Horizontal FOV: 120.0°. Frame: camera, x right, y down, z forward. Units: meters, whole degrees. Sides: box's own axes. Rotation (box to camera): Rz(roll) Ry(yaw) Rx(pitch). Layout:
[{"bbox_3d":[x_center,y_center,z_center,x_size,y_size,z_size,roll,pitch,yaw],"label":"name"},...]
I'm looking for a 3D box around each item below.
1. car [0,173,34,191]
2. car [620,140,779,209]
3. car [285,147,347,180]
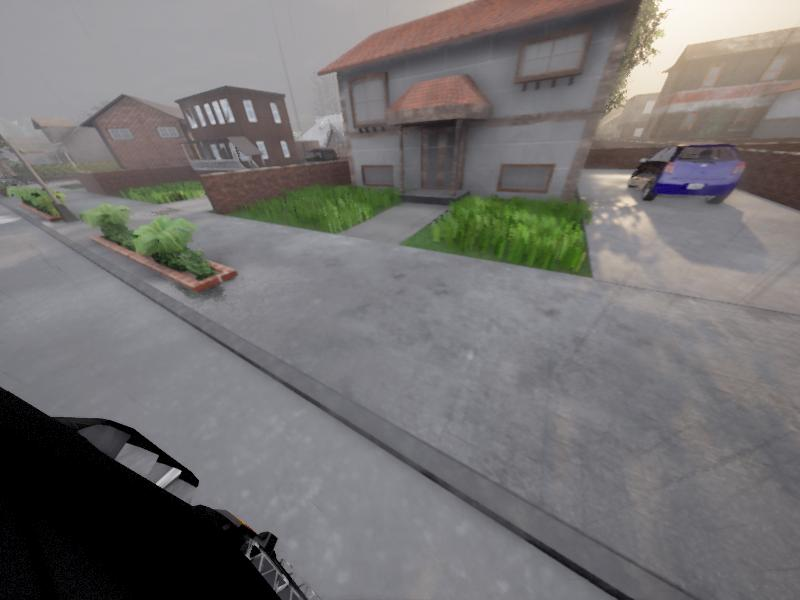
[{"bbox_3d":[-42.846,-12.404,24.414,1.994,1.385,4.181,-8,34,-6],"label":"car"},{"bbox_3d":[8.991,-4.220,7.490,1.845,1.501,3.633,16,38,26],"label":"car"},{"bbox_3d":[-6.238,-10.221,17.297,3.866,1.878,1.905,16,38,26],"label":"car"}]
